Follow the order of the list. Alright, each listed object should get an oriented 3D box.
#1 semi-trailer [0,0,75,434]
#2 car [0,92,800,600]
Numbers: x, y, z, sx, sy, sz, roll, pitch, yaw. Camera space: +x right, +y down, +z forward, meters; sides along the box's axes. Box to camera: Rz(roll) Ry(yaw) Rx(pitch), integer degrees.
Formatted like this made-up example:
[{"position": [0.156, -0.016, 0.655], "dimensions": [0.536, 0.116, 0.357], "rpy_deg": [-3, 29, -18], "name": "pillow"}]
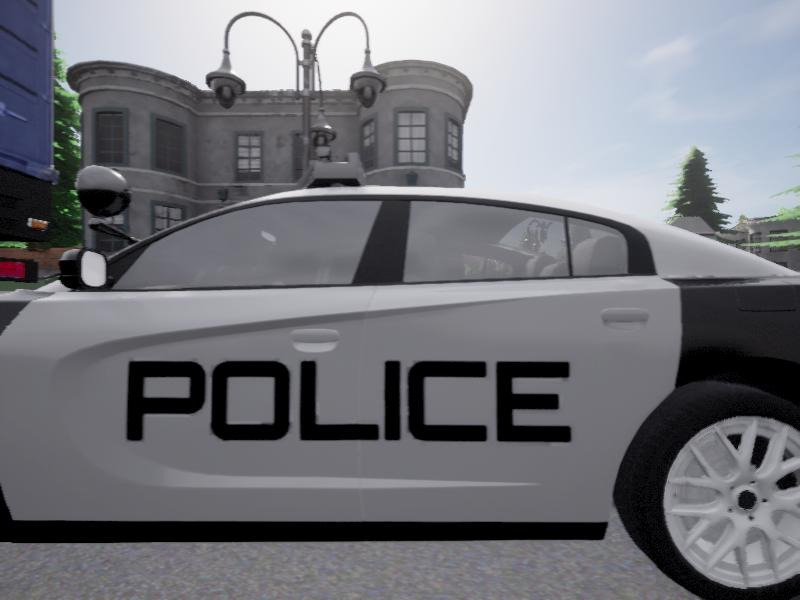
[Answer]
[{"position": [-10.050, -1.206, 2.252], "dimensions": [14.254, 4.402, 2.717], "rpy_deg": [0, 0, 0], "name": "semi-trailer"}, {"position": [-0.437, 0.181, 2.202], "dimensions": [5.238, 1.638, 1.930], "rpy_deg": [0, 0, 0], "name": "car"}]
